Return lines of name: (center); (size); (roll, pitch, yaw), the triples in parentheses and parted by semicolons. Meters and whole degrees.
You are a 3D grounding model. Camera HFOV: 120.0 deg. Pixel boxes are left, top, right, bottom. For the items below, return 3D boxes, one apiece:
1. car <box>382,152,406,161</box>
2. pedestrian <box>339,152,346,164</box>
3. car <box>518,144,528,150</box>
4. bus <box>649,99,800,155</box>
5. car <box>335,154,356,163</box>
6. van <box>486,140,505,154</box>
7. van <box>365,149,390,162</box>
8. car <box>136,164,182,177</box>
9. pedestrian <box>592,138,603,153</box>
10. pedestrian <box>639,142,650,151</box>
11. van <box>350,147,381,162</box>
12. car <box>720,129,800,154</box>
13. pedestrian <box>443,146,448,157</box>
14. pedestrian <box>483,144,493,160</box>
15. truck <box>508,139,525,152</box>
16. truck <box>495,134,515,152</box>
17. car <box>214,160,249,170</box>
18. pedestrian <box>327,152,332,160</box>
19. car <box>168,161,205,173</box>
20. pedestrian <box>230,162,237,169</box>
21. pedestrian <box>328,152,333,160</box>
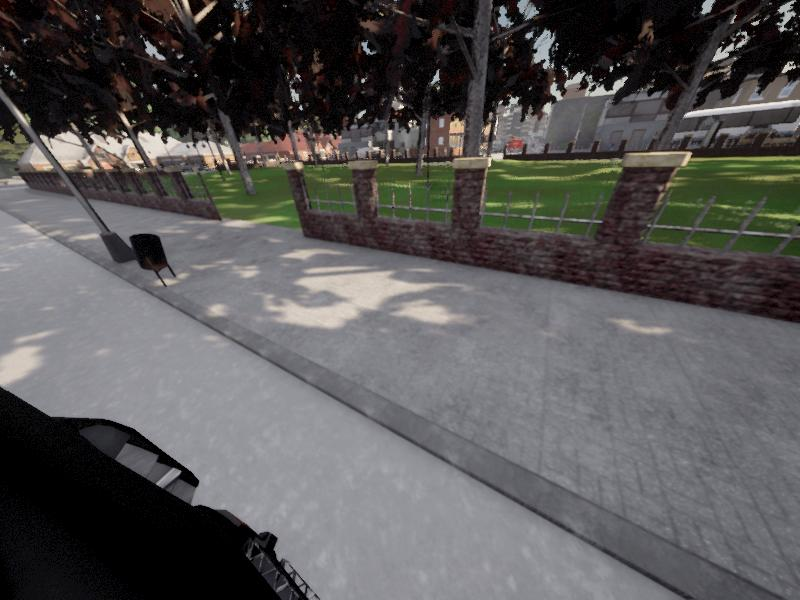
car: (-1.214, -29.368, 47.303); (4.718, 1.301, 1.895); (17, 39, 28)
pedestrian: (-10.725, -26.622, 43.191); (0.751, 1.860, 0.751); (14, 37, 24)
car: (36.232, -45.079, 67.907); (1.994, 1.385, 4.181); (15, 38, 25)
bus: (37.765, -19.957, 27.166); (10.273, 4.253, 3.944); (15, 37, 28)
car: (-11.433, -29.841, 48.648); (3.633, 1.501, 1.845); (14, 37, 24)
van: (22.525, -35.879, 54.168); (2.351, 2.431, 6.366); (17, 39, 28)
van: (-4.455, -28.094, 45.016); (4.442, 1.987, 1.775); (14, 37, 24)
car: (-40.907, -22.129, 39.407); (1.882, 1.535, 5.008); (15, 37, 25)
pedestrian: (30.601, -23.958, 35.766); (0.751, 1.860, 0.751); (18, 39, 28)
pedestrian: (35.935, -22.586, 33.942); (0.500, 1.100, 0.500); (5, 34, 12)
van: (-7.611, -31.819, 50.508); (6.366, 2.431, 2.351); (15, 38, 25)
car: (37.889, -16.496, 24.102); (4.605, 1.855, 1.932); (15, 37, 25)
pedestrian: (9.322, -30.430, 47.282); (0.751, 1.860, 0.751); (-4, 33, -2)
pedestrian: (12.602, -21.217, 33.101); (0.751, 1.860, 0.751); (20, 40, 31)
truck: (28.391, -37.555, 56.192); (2.627, 2.467, 5.204); (15, 38, 25)
truck: (28.956, -43.166, 63.386); (2.891, 3.827, 8.468); (16, 38, 27)
car: (-34.992, -28.107, 48.087); (2.033, 1.411, 5.357); (15, 38, 25)
pedestrian: (-20.128, -41.026, 65.722); (0.751, 1.860, 0.751); (27, 44, 37)
car: (-41.508, -25.949, 45.112); (2.242, 1.667, 4.611); (17, 38, 27)
pedestrian: (-31.751, -25.553, 43.995); (0.500, 1.100, 0.500); (14, 37, 24)
pedestrian: (-19.103, -39.343, 63.092); (0.751, 1.860, 0.751); (-20, 37, -24)
